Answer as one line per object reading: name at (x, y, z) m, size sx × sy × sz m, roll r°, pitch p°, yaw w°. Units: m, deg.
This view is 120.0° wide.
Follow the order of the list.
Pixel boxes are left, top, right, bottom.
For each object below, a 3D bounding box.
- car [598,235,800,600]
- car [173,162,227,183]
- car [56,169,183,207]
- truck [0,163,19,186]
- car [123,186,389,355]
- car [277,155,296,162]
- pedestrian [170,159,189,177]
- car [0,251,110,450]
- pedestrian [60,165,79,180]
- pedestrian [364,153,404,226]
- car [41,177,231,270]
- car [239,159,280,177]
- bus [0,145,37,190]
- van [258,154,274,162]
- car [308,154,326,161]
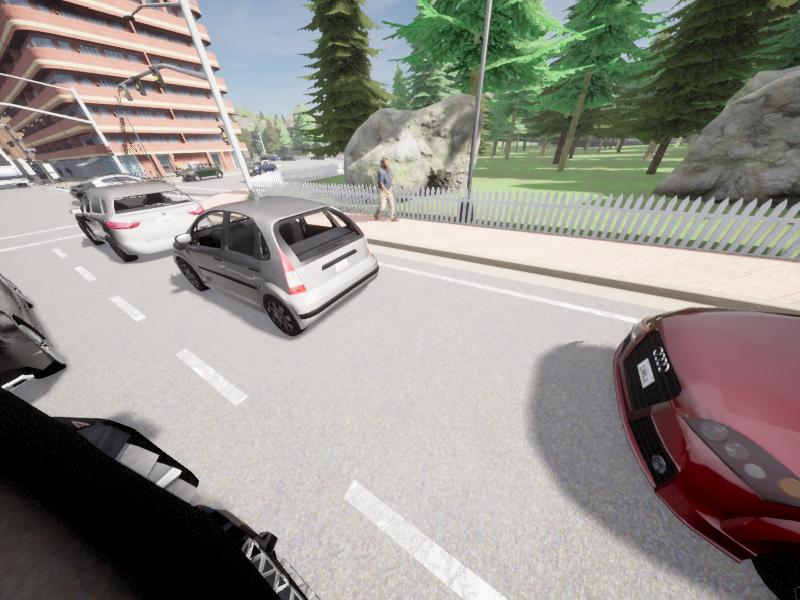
car at (3.739, 1.000, 0.916) m, size 4.181 × 1.385 × 1.994 m, roll 18°, pitch 39°, yaw 28°
car at (-21.157, -13.660, 24.657) m, size 1.789 × 1.549 × 3.705 m, roll 9°, pitch 35°, yaw 17°
car at (-18.465, -7.724, 15.580) m, size 2.038 × 1.542 × 4.974 m, roll 15°, pitch 38°, yaw 25°
truck at (-60.300, -18.901, 33.627) m, size 8.468 × 3.827 × 2.891 m, roll 16°, pitch 38°, yaw 27°
car at (-2.423, -0.928, 4.081) m, size 3.988 × 1.617 × 1.851 m, roll 16°, pitch 38°, yaw 27°
car at (-31.987, -39.919, 65.089) m, size 4.892 × 1.490 × 1.837 m, roll 17°, pitch 38°, yaw 27°
pedestrian at (-26.637, -15.943, 27.924) m, size 0.751 × 1.860 × 0.751 m, roll 6°, pitch 35°, yaw 13°
car at (-6.015, 0.308, 2.585) m, size 4.902 × 1.511 × 2.128 m, roll 16°, pitch 38°, yaw 27°
pedestrian at (-49.539, -19.172, 34.665) m, size 0.751 × 1.860 × 0.751 m, roll 16°, pitch 38°, yaw 27°
pedestrian at (-0.428, -3.316, 6.974) m, size 0.751 × 1.860 × 0.751 m, roll 16°, pitch 38°, yaw 27°
car at (-7.776, -2.547, 6.877) m, size 4.611 × 1.667 × 2.242 m, roll 17°, pitch 38°, yaw 27°
car at (-16.471, -15.684, 27.411) m, size 1.970 × 1.475 × 3.806 m, roll 4°, pitch 34°, yaw 10°
bus at (-49.467, -15.798, 27.736) m, size 10.273 × 4.253 × 3.944 m, roll 16°, pitch 38°, yaw 27°
van at (-40.266, -42.606, 69.339) m, size 4.442 × 1.987 × 1.775 m, roll 17°, pitch 38°, yaw 27°
car at (-22.542, -38.662, 62.549) m, size 5.357 × 1.411 × 2.033 m, roll 26°, pitch 43°, yaw 36°
